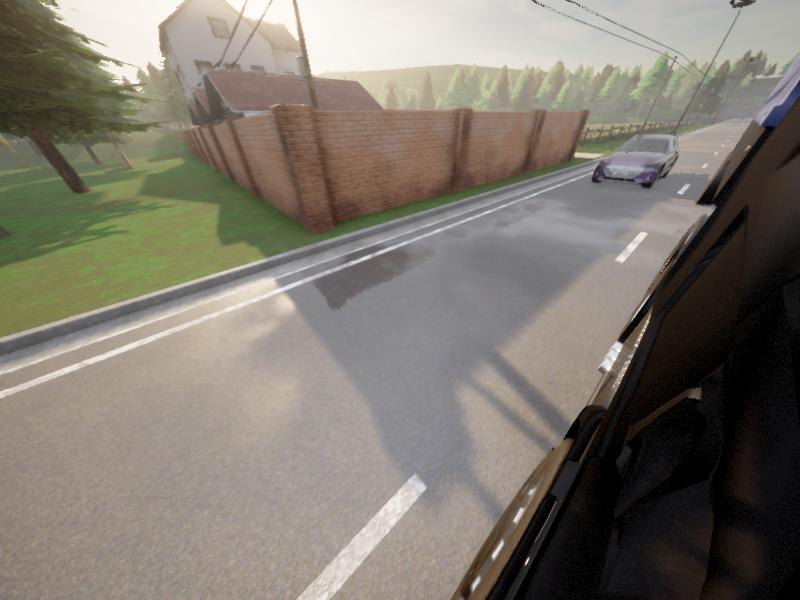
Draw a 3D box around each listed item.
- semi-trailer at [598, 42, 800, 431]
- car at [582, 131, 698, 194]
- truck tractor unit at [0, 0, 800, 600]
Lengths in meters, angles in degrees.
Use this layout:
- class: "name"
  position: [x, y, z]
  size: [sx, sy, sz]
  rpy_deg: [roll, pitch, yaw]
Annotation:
- class: "semi-trailer"
  position: [8.698, -3.587, 4.253]
  size: [14.254, 4.402, 2.717]
  rpy_deg: [-28, 44, -30]
- class: "car"
  position: [9.945, -5.843, 9.534]
  size: [4.856, 1.649, 2.033]
  rpy_deg: [-28, 44, -30]
- class: "truck tractor unit"
  position: [2.645, -0.295, 0.352]
  size: [6.516, 4.208, 3.053]
  rpy_deg: [-28, 44, -30]
